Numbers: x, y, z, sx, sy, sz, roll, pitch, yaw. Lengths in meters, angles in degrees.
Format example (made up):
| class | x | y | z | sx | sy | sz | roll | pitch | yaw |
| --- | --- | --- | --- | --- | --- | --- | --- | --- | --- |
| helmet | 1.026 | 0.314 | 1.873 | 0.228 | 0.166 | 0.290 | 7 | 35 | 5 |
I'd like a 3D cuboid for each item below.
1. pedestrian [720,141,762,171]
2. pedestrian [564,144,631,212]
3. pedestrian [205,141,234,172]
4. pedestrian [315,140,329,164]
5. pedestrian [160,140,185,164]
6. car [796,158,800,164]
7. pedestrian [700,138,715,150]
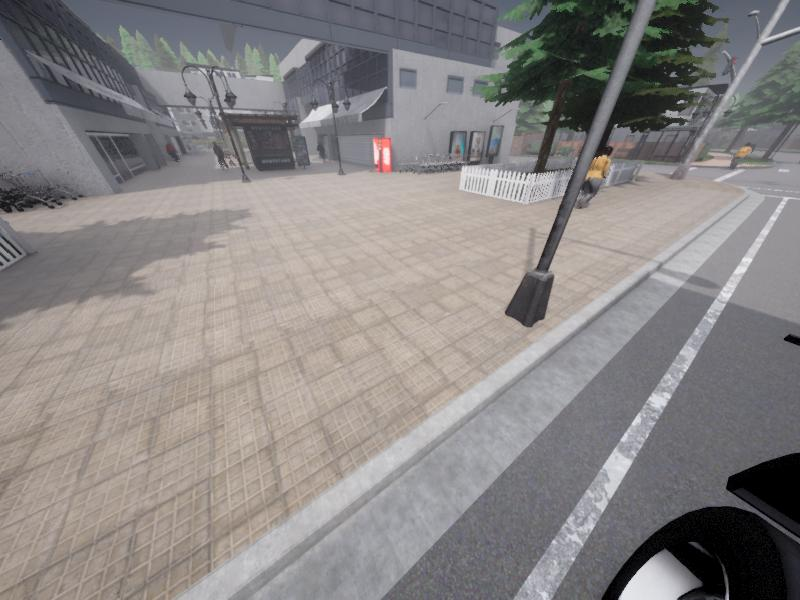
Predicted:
| class | x | y | z | sx | sy | sz | roll | pitch | yaw |
| --- | --- | --- | --- | --- | --- | --- | --- | --- | --- |
| pedestrian | 25.622 | -10.821 | 17.410 | 0.751 | 1.860 | 0.751 | -9 | 36 | -13 |
| pedestrian | 6.394 | -3.986 | 7.601 | 0.751 | 1.860 | 0.751 | -12 | 37 | -16 |
| pedestrian | -12.873 | -10.240 | 16.506 | 0.751 | 1.860 | 0.751 | -2 | 35 | -3 |
| pedestrian | -7.297 | -13.840 | 21.567 | 0.751 | 1.860 | 0.751 | -19 | 39 | -24 |
| pedestrian | -21.550 | -14.018 | 21.906 | 0.751 | 1.860 | 0.751 | 15 | 38 | 21 |
| car | 38.928 | -13.207 | 21.144 | 4.181 | 1.385 | 1.994 | -26 | 42 | -31 |
| pedestrian | 58.015 | -29.459 | 43.614 | 0.751 | 1.860 | 0.751 | 10 | 36 | 14 |
